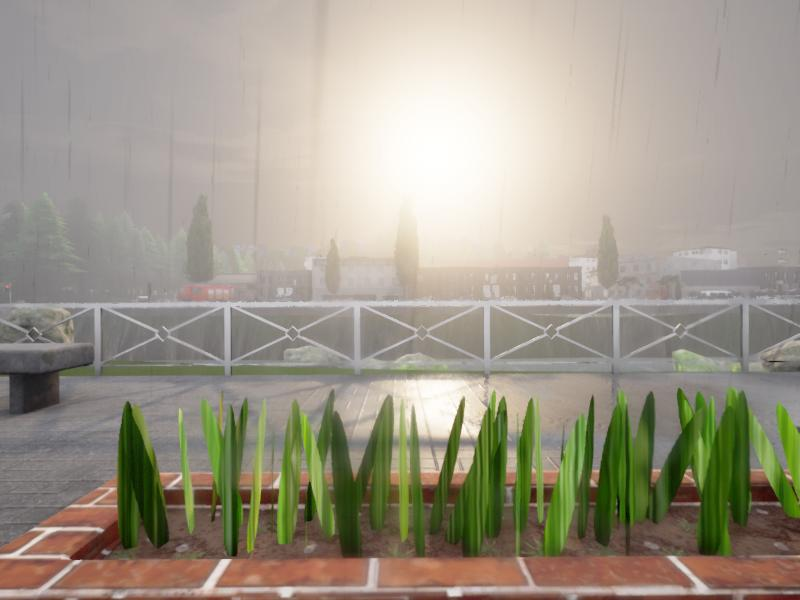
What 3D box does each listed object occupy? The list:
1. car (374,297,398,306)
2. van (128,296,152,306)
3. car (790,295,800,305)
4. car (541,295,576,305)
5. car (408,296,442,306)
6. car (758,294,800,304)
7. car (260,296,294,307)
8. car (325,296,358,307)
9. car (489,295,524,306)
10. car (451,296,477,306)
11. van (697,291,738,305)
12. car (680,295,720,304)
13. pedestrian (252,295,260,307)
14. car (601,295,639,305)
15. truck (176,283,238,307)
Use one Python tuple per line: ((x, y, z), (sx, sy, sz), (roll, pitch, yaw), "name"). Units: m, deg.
((-2.232, 0.237, 64.350), (3.806, 1.475, 1.970), (0, 0, 0), "car")
((-54.928, 0.239, 84.663), (2.069, 2.038, 4.480), (0, 0, 0), "van")
((61.733, -0.068, 60.429), (3.806, 1.475, 1.970), (0, 0, 0), "car")
((25.452, 0.001, 64.388), (4.856, 1.649, 2.033), (0, 0, 0), "car")
((3.968, 0.121, 64.363), (5.238, 1.638, 1.930), (0, 0, 0), "car")
((61.107, -0.189, 64.428), (5.238, 1.638, 1.930), (0, 0, 0), "car")
((-19.674, 0.258, 64.338), (4.856, 1.649, 2.033), (0, 0, 0), "car")
((-9.388, 0.203, 64.346), (5.027, 1.651, 2.152), (0, 0, 0), "car")
((17.109, 0.050, 64.377), (5.238, 1.638, 1.930), (0, 0, 0), "car")
((10.233, 0.169, 64.366), (3.806, 1.475, 1.970), (0, 0, 0), "car")
((47.910, -0.314, 60.414), (4.480, 2.038, 2.069), (0, 0, 0), "van")
((48.295, -0.068, 64.414), (5.008, 1.535, 1.882), (0, 0, 0), "car")
((-22.348, 0.131, 62.081), (0.751, 1.860, 0.751), (0, 0, 36), "pedestrian")
((35.445, -0.025, 64.400), (4.974, 1.542, 2.038), (0, 0, 0), "car")
((-30.945, -0.780, 64.326), (8.468, 3.827, 2.891), (0, 0, 0), "truck")
